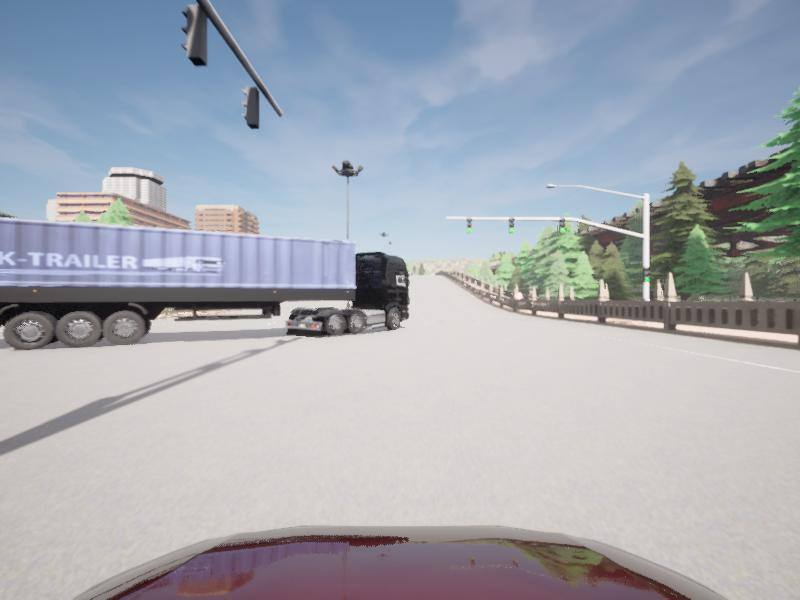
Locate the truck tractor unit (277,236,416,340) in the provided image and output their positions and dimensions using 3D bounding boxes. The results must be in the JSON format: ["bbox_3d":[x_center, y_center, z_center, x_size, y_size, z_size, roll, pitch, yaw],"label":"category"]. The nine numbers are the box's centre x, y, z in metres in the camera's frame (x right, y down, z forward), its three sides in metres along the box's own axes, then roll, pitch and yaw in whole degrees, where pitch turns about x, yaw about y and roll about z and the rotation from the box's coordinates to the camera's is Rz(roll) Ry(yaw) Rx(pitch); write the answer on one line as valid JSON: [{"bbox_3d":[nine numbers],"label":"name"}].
[{"bbox_3d":[-2.340,-0.527,19.723,3.053,4.208,6.516,1,1,36],"label":"truck tractor unit"}]

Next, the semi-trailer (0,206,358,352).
[{"bbox_3d":[-8.772,-0.631,15.353,14.254,4.402,2.717,0,1,-28],"label":"semi-trailer"}]
